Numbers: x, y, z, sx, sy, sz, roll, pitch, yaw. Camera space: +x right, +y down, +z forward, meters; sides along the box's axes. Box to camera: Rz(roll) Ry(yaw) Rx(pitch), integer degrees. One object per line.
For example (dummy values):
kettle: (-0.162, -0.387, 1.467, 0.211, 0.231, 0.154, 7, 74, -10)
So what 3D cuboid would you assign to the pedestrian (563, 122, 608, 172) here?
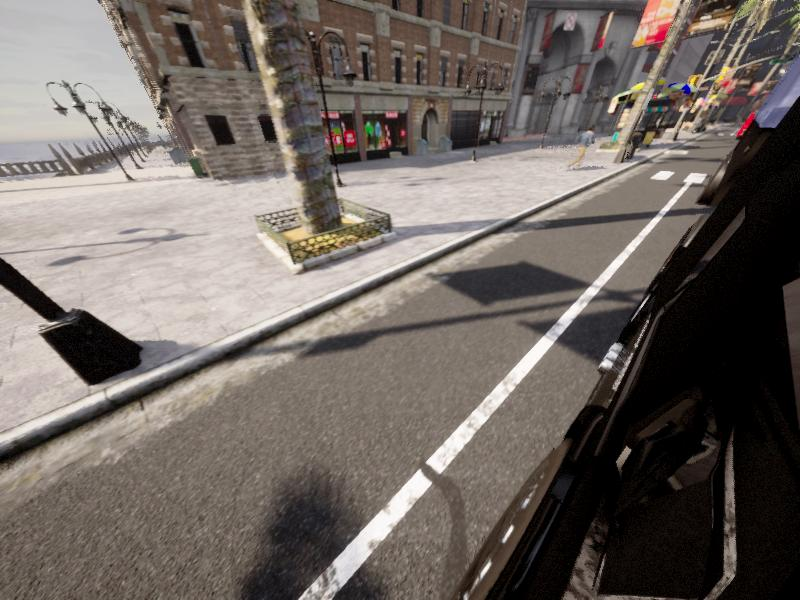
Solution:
pedestrian: (8.507, -7.061, 10.712, 0.751, 1.860, 0.751, -3, 37, 0)

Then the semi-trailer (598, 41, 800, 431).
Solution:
semi-trailer: (8.694, -3.601, 4.241, 14.254, 4.402, 2.717, -28, 44, -30)

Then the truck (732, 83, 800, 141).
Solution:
truck: (35.356, -17.590, 21.802, 8.468, 3.827, 2.891, -28, 44, -30)

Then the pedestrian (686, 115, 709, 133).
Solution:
pedestrian: (38.139, -22.591, 29.654, 0.751, 1.860, 0.751, -6, 37, -5)

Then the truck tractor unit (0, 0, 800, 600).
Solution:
truck tractor unit: (2.645, -0.295, 0.351, 6.516, 4.208, 3.053, -28, 44, -30)
